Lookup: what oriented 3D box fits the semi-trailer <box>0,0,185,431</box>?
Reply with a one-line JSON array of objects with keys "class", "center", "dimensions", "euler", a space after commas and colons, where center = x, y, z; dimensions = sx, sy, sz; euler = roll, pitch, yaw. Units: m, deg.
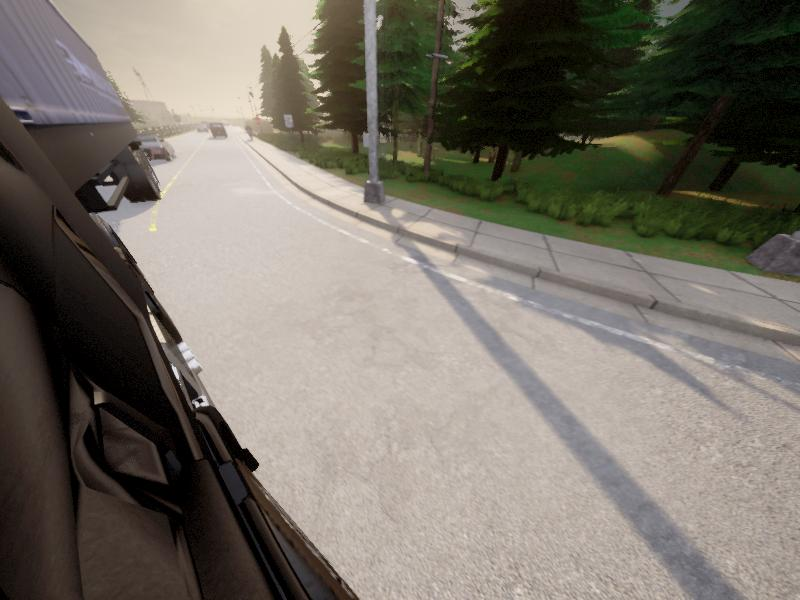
[{"class": "semi-trailer", "center": [-7.956, -4.009, 4.862], "dimensions": [2.717, 4.402, 14.254], "euler": [-25, 45, -32]}]

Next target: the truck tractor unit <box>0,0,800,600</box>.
[{"class": "truck tractor unit", "center": [-2.645, -0.295, 0.351], "dimensions": [6.516, 4.208, 3.053], "euler": [28, 44, 30]}]

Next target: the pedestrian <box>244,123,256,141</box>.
[{"class": "pedestrian", "center": [-19.964, -22.321, 30.660], "dimensions": [0.751, 1.860, 0.751], "euler": [-19, 42, -27]}]

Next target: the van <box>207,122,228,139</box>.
[{"class": "van", "center": [-27.340, -25.569, 34.776], "dimensions": [1.775, 1.987, 4.442], "euler": [-18, 41, -25]}]

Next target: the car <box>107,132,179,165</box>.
[{"class": "car", "center": [-15.582, -9.478, 14.336], "dimensions": [1.994, 1.385, 4.181], "euler": [-19, 41, -26]}]
